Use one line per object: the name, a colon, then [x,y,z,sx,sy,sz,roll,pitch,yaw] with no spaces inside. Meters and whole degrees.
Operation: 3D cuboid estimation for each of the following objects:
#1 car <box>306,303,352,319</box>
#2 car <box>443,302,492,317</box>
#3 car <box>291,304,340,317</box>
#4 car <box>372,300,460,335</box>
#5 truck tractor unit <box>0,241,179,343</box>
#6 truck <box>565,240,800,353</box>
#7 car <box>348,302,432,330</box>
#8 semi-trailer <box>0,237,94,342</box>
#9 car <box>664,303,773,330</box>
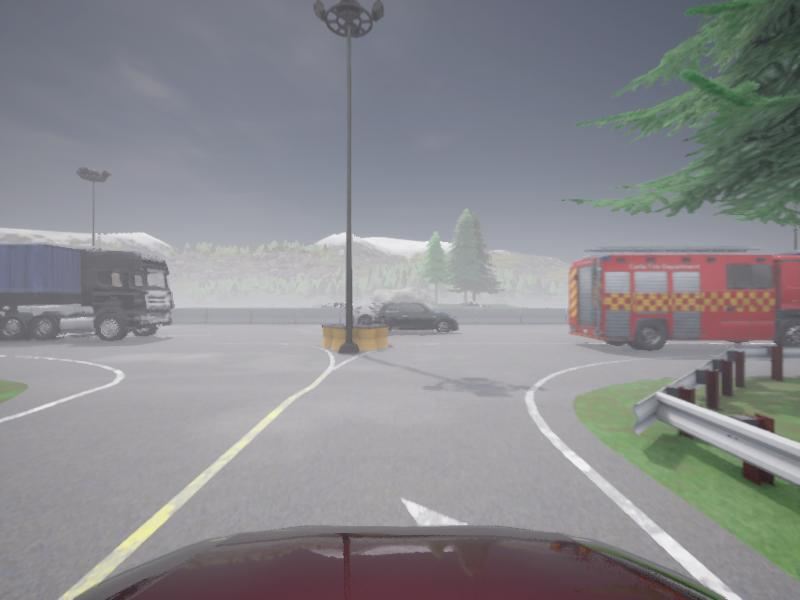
car: [-6.915,1.042,39.071,4.193,1.474,1.816,0,0,0]
car: [7.136,1.015,42.638,4.974,1.542,2.038,0,-1,2]
car: [-8.941,1.130,42.583,4.718,1.301,1.895,0,0,0]
car: [0.825,0.885,21.537,4.553,1.767,2.097,0,0,0]
truck tractor unit: [-14.110,-0.334,18.106,6.516,4.208,3.053,0,0,0]
truck: [11.018,-0.128,15.034,8.468,3.827,2.891,0,0,0]
car: [-0.575,0.971,25.044,5.027,1.651,2.152,0,0,0]
semi-trailer: [-22.027,-0.429,18.101,14.254,4.402,2.717,0,0,0]
car: [19.766,0.992,24.950,5.366,1.575,1.801,0,0,0]
